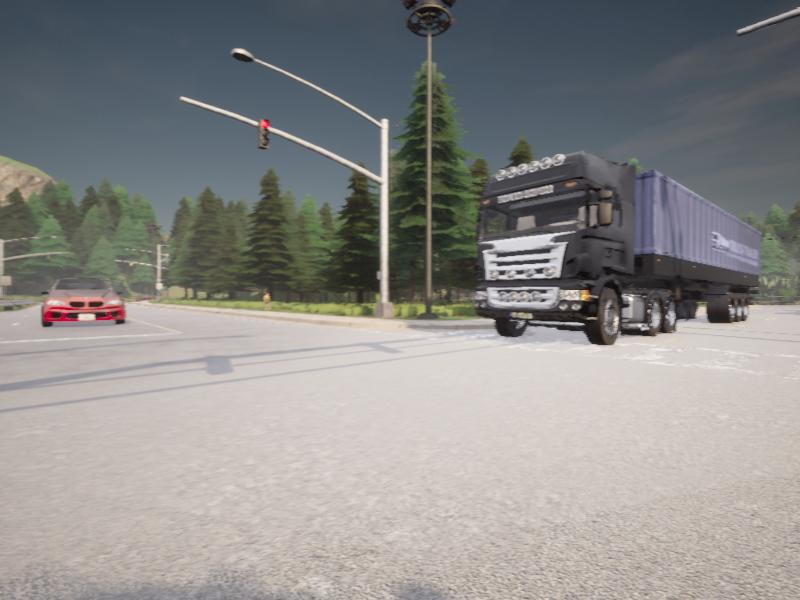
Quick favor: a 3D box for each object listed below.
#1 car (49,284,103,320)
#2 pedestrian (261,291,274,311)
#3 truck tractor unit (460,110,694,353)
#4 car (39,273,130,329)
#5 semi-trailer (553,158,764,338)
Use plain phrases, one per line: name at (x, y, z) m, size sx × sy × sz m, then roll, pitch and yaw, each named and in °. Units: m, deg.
car at (-15.375, 0.069, 18.922) m, size 1.816 × 1.474 × 4.193 m, roll 0°, pitch 1°, yaw -41°
pedestrian at (-7.475, 0.065, 22.535) m, size 0.500 × 1.100 × 0.500 m, roll 0°, pitch 1°, yaw -44°
truck tractor unit at (4.839, -1.183, 10.247) m, size 6.516 × 4.208 × 3.053 m, roll 0°, pitch 0°, yaw -42°
car at (-11.355, 0.012, 14.332) m, size 2.242 × 1.667 × 4.611 m, roll 0°, pitch 1°, yaw -41°
semi-trailer at (10.860, -1.305, 15.380) m, size 14.254 × 4.402 × 2.717 m, roll 0°, pitch 1°, yaw -40°
